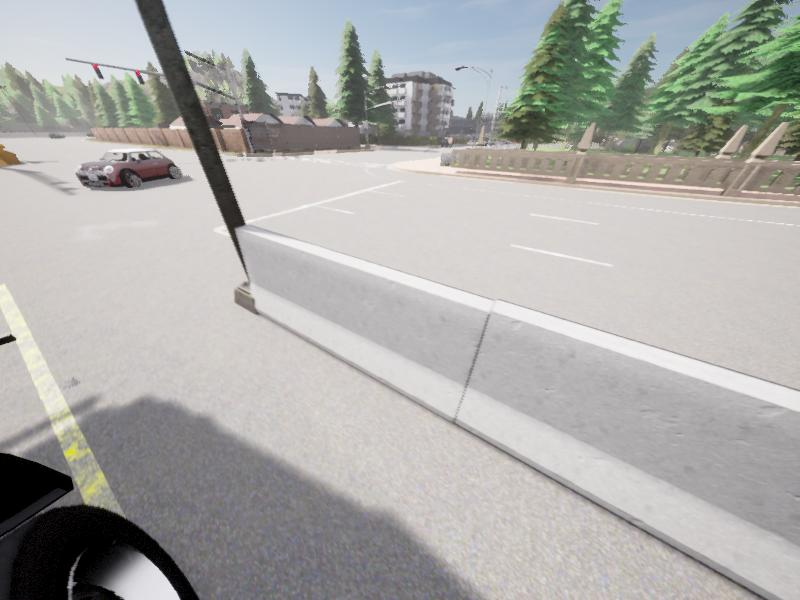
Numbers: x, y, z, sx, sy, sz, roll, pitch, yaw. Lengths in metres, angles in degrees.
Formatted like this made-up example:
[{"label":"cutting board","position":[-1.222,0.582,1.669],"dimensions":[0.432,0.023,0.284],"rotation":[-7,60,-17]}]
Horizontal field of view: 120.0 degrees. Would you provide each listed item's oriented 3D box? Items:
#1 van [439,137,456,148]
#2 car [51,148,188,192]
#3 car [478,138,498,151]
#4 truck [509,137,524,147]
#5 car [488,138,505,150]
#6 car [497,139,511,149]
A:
[{"label":"van","position":[11.470,-37.902,55.632],"dimensions":[2.069,2.038,4.480],"rotation":[21,40,26]},{"label":"car","position":[-13.412,-6.600,11.511],"dimensions":[1.970,1.475,3.806],"rotation":[1,35,0]},{"label":"car","position":[18.631,-33.023,48.974],"dimensions":[2.150,2.045,5.566],"rotation":[21,40,26]},{"label":"truck","position":[35.603,-48.118,70.253],"dimensions":[2.627,2.467,5.204],"rotation":[21,40,26]},{"label":"car","position":[22.610,-36.526,53.999],"dimensions":[2.150,2.045,5.566],"rotation":[21,40,26]},{"label":"car","position":[26.562,-39.933,59.033],"dimensions":[1.932,1.855,4.605],"rotation":[21,40,26]}]
